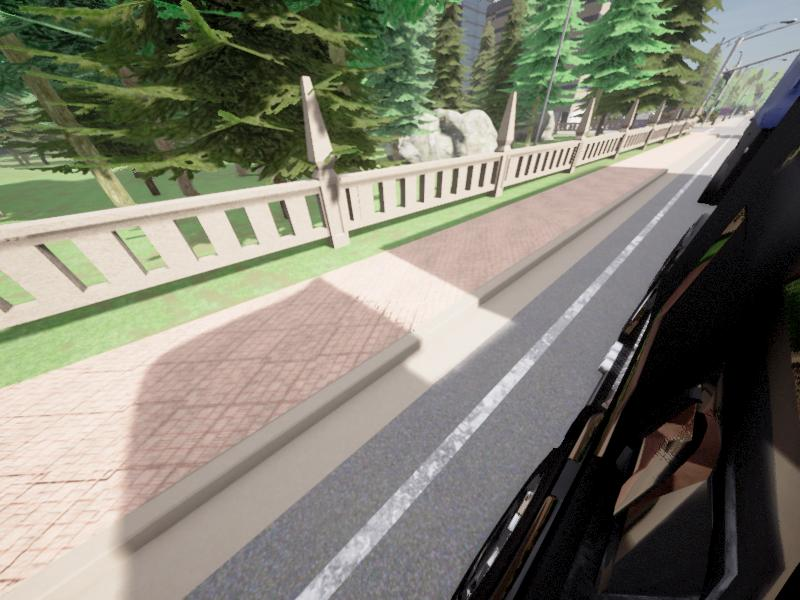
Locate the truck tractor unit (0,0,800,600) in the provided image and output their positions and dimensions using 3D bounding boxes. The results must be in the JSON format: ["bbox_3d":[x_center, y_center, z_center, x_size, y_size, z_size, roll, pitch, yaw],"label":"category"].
[{"bbox_3d":[2.645,-0.295,0.351,6.516,4.208,3.053,-28,44,-30],"label":"truck tractor unit"}]

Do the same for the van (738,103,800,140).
[{"bbox_3d":[34.012,-16.393,21.177,6.366,2.431,2.351,-28,44,-30],"label":"van"}]

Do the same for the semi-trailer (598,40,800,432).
[{"bbox_3d":[8.692,-3.621,4.217,14.254,4.402,2.717,-28,44,-30],"label":"semi-trailer"}]
